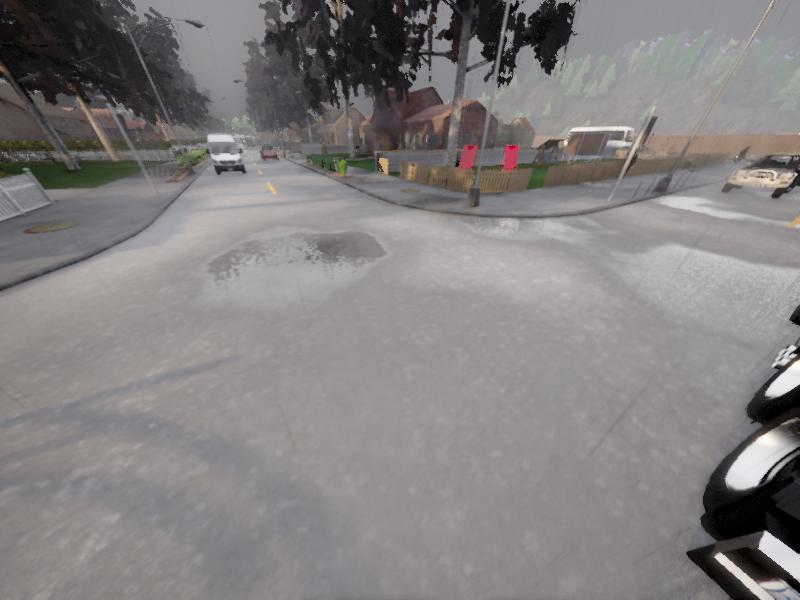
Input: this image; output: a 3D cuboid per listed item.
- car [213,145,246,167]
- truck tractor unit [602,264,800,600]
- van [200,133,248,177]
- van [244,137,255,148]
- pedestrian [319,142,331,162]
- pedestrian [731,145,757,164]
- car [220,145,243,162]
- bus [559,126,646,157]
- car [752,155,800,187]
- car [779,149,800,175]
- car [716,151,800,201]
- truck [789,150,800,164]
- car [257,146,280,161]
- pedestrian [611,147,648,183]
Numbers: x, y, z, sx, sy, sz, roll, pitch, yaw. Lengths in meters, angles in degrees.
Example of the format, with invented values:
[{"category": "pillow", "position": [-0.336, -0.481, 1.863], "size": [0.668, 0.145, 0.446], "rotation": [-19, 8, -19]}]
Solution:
[{"category": "car", "position": [-17.747, -15.184, 24.256], "size": [2.152, 1.651, 5.027], "rotation": [-18, 39, -24]}, {"category": "truck tractor unit", "position": [5.108, -0.304, 0.786], "size": [6.516, 4.208, 3.053], "rotation": [-18, 39, -24]}, {"category": "van", "position": [-13.915, -11.751, 18.561], "size": [1.988, 2.561, 5.915], "rotation": [-18, 39, -24]}, {"category": "van", "position": [-45.088, -47.254, 69.276], "size": [1.988, 2.561, 5.915], "rotation": [-18, 39, -24]}, {"category": "pedestrian", "position": [-8.485, -16.759, 26.168], "size": [0.751, 1.860, 0.751], "rotation": [-18, 39, -24]}, {"category": "pedestrian", "position": [40.336, -17.111, 27.106], "size": [0.751, 1.860, 0.751], "rotation": [-10, 36, -15]}, {"category": "car", "position": [-21.344, -18.730, 29.358], "size": [1.801, 1.575, 5.366], "rotation": [-18, 39, -24]}, {"category": "bus", "position": [35.987, -28.702, 41.862], "size": [3.944, 4.253, 10.273], "rotation": [-18, 39, -24]}, {"category": "car", "position": [26.061, -8.641, 15.349], "size": [4.892, 1.490, 1.837], "rotation": [-18, 39, -24]}, {"category": "car", "position": [34.891, -11.623, 19.451], "size": [4.553, 1.767, 2.097], "rotation": [-18, 39, -25]}, {"category": "car", "position": [19.234, -6.576, 11.984], "size": [4.605, 1.855, 1.932], "rotation": [-18, 39, -24]}, {"category": "truck", "position": [51.288, -17.198, 27.027], "size": [2.627, 2.467, 5.204], "rotation": [-18, 39, -24]}, {"category": "car", "position": [-16.952, -18.917, 29.710], "size": [1.845, 1.501, 3.633], "rotation": [-18, 39, -24]}, {"category": "pedestrian", "position": [14.220, -8.421, 14.384], "size": [0.751, 1.860, 0.751], "rotation": [-18, 39, -24]}]
